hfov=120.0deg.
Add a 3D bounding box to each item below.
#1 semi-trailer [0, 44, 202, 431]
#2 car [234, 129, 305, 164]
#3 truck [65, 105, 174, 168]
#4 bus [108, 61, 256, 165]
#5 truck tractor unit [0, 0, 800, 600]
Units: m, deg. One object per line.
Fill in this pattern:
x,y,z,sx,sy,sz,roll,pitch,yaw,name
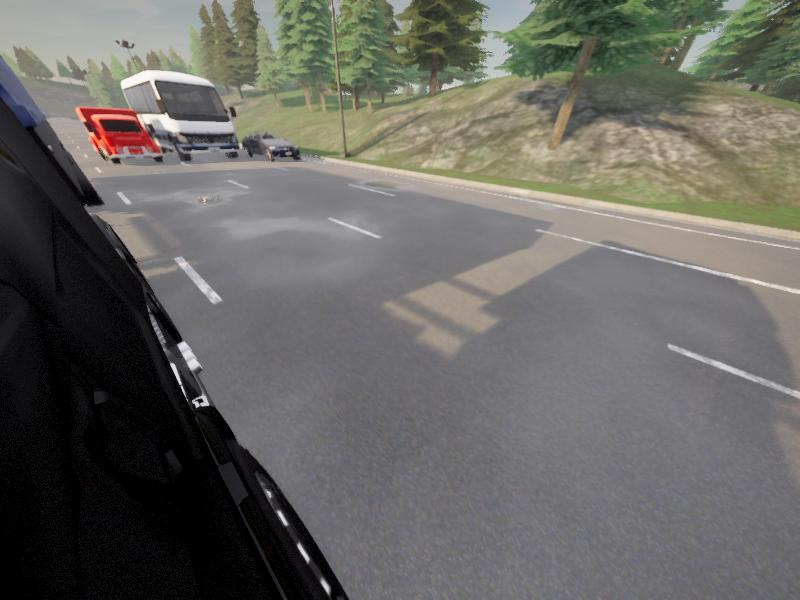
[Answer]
-8.705,-3.584,4.244,14.254,4.402,2.717,28,44,30,semi-trailer
-9.324,-10.995,16.439,5.027,1.651,2.152,28,44,30,car
-15.943,-9.374,13.196,5.204,2.467,2.627,28,44,30,truck
-15.004,-12.439,15.854,10.273,4.253,3.944,28,44,30,bus
-2.645,-0.295,0.351,6.516,4.208,3.053,28,44,30,truck tractor unit
